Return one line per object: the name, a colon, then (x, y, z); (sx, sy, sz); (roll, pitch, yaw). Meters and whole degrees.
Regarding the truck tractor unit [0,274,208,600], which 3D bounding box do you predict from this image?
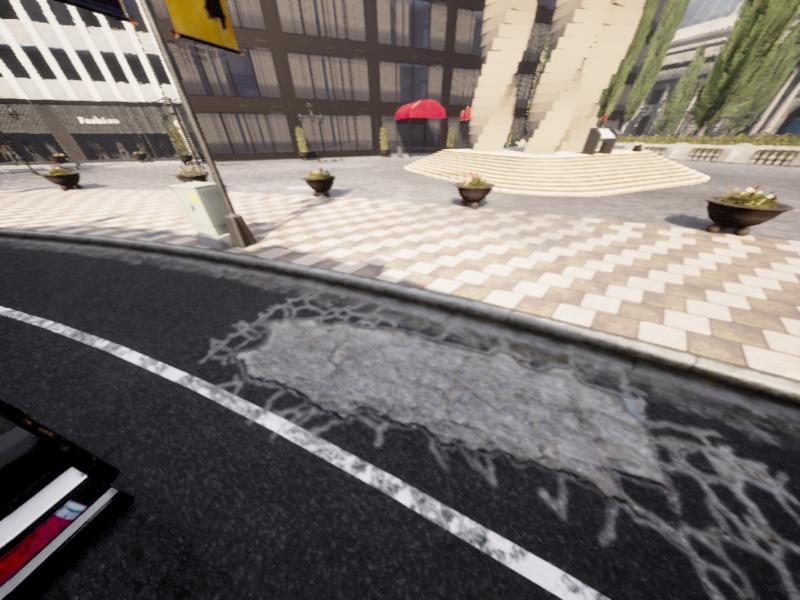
truck tractor unit: (-5.273, -0.092, 0.501); (6.516, 4.208, 3.053); (11, 37, 15)
